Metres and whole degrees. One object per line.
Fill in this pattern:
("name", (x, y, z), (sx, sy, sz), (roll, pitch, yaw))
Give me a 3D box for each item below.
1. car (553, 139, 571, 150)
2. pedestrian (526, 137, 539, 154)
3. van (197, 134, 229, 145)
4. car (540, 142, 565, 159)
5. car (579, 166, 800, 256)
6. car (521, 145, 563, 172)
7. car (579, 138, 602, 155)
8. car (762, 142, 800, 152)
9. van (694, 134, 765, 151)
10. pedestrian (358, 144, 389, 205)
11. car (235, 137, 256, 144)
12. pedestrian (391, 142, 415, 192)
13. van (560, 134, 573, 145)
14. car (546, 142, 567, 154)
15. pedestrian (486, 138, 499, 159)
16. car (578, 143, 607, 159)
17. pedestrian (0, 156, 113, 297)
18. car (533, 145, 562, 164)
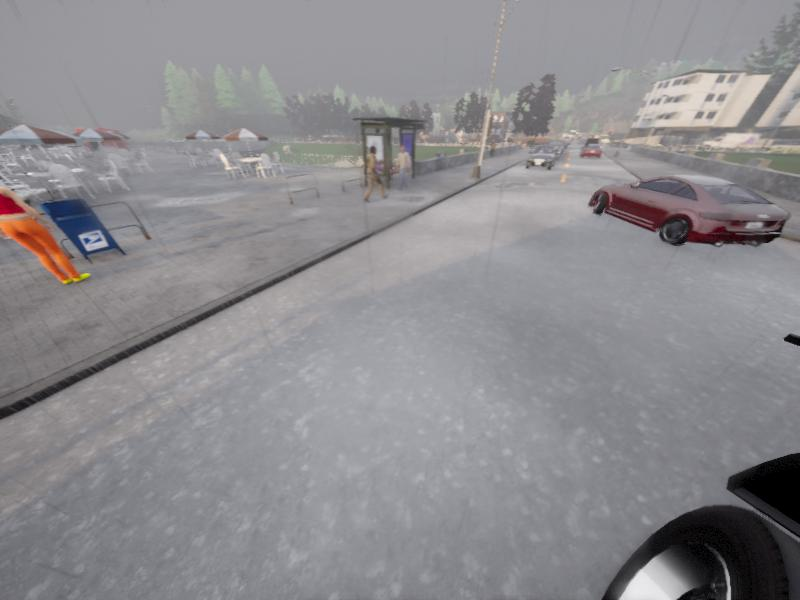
("car", (31.348, -30.145, 44.758), (1.837, 1.490, 4.892), (24, 43, 30))
("pedestrian", (18.432, -21.486, 32.113), (0.751, 1.860, 0.751), (-8, 36, -11))
("van", (-53.601, -46.284, 66.543), (2.351, 2.431, 6.366), (20, 40, 25))
("car", (18.890, -18.535, 28.517), (1.837, 1.490, 4.892), (20, 40, 25))
("car", (7.715, -2.801, 6.604), (1.994, 1.385, 4.181), (0, 36, 1))
("car", (11.761, -11.744, 18.999), (2.128, 1.511, 4.902), (21, 40, 26))
("car", (27.032, -21.919, 32.912), (1.905, 1.878, 3.866), (20, 40, 25))
("car", (63.573, -24.889, 37.581), (4.718, 1.301, 1.895), (20, 40, 25))
("van", (57.278, -27.621, 40.432), (6.366, 2.431, 2.351), (20, 40, 25))
("pedestrian", (-0.958, -4.608, 8.490), (0.751, 1.860, 0.751), (-19, 40, -25))
("car", (-48.772, -50.502, 73.127), (2.033, 1.649, 4.856), (20, 40, 25))
("pedestrian", (0.128, -5.983, 10.413), (0.751, 1.860, 0.751), (19, 40, 24))
("van", (47.118, -45.411, 65.333), (2.351, 2.431, 6.366), (20, 40, 25))
("car", (23.565, -22.901, 34.715), (2.033, 1.411, 5.357), (20, 40, 25))
("pedestrian", (9.848, -16.103, 24.578), (0.751, 1.860, 0.751), (20, 40, 26))
("car", (23.285, -18.170, 28.115), (1.994, 1.385, 4.181), (18, 39, 24))
("pedestrian", (-5.785, -1.103, 3.583), (0.751, 1.860, 0.751), (-19, 40, -24))
("car", (15.338, -15.119, 23.906), (1.895, 1.301, 4.718), (20, 40, 25))
